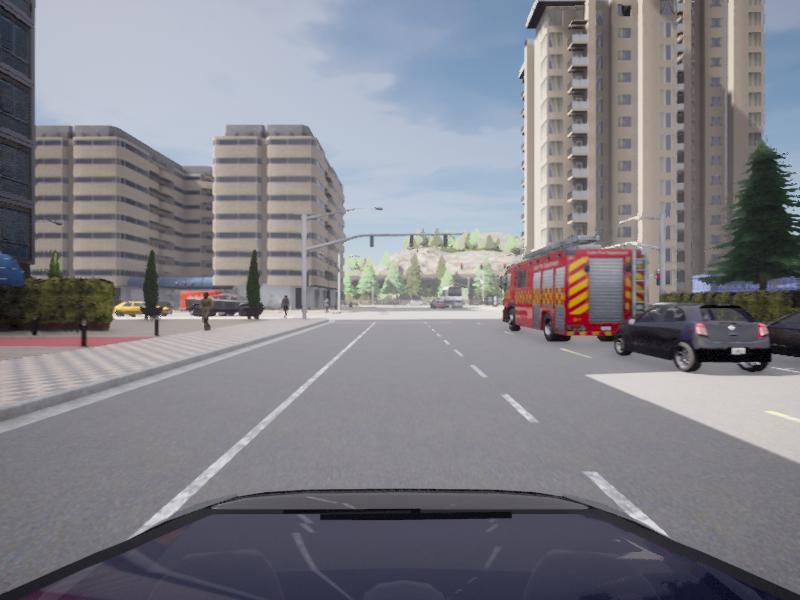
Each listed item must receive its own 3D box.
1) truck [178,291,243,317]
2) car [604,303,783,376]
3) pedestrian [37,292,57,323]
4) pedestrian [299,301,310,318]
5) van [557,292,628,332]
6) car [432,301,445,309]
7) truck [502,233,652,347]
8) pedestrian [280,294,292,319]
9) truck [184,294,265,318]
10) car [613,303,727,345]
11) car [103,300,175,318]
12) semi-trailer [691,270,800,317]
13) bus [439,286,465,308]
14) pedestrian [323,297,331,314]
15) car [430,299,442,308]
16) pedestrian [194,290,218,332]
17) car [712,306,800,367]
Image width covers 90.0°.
[{"bbox_3d":[-18.727,0.354,39.815,5.204,2.467,2.627,0,0,1],"label":"truck"},{"bbox_3d":[7.002,0.826,10.088,1.845,1.501,3.633,0,0,0],"label":"car"},{"bbox_3d":[-21.541,0.470,24.405,0.751,1.860,0.751,0,0,33],"label":"pedestrian"},{"bbox_3d":[-7.454,0.763,31.223,0.751,1.300,0.751,0,0,-19],"label":"pedestrian"},{"bbox_3d":[10.503,0.597,22.236,1.775,1.987,4.442,0,0,0],"label":"van"},{"bbox_3d":[7.009,0.848,72.514,1.970,1.475,3.806,0,0,0],"label":"car"},{"bbox_3d":[7.009,-0.322,17.655,2.891,3.827,8.468,0,0,0],"label":"truck"},{"bbox_3d":[-8.835,0.483,30.933,0.751,1.860,0.751,0,0,-5],"label":"pedestrian"},{"bbox_3d":[-15.823,0.540,36.271,6.274,2.098,2.390,0,0,1],"label":"truck"},{"bbox_3d":[10.502,0.852,15.939,1.970,1.475,3.806,0,0,0],"label":"car"},{"bbox_3d":[-23.656,0.799,36.407,5.366,1.575,1.801,0,0,1],"label":"car"},{"bbox_3d":[36.901,-0.620,39.392,14.254,4.402,2.717,0,0,2],"label":"semi-trailer"},{"bbox_3d":[10.393,-0.540,81.574,3.944,4.253,10.273,0,0,0],"label":"bus"},{"bbox_3d":[-8.210,0.634,44.928,0.751,1.860,0.751,0,0,-1],"label":"pedestrian"},{"bbox_3d":[7.014,0.647,78.533,1.932,1.855,4.605,0,0,0],"label":"car"},{"bbox_3d":[-8.692,0.484,17.971,0.751,1.860,0.751,0,0,-3],"label":"pedestrian"},{"bbox_3d":[10.504,0.894,9.484,2.033,1.411,5.357,0,0,0],"label":"car"}]
